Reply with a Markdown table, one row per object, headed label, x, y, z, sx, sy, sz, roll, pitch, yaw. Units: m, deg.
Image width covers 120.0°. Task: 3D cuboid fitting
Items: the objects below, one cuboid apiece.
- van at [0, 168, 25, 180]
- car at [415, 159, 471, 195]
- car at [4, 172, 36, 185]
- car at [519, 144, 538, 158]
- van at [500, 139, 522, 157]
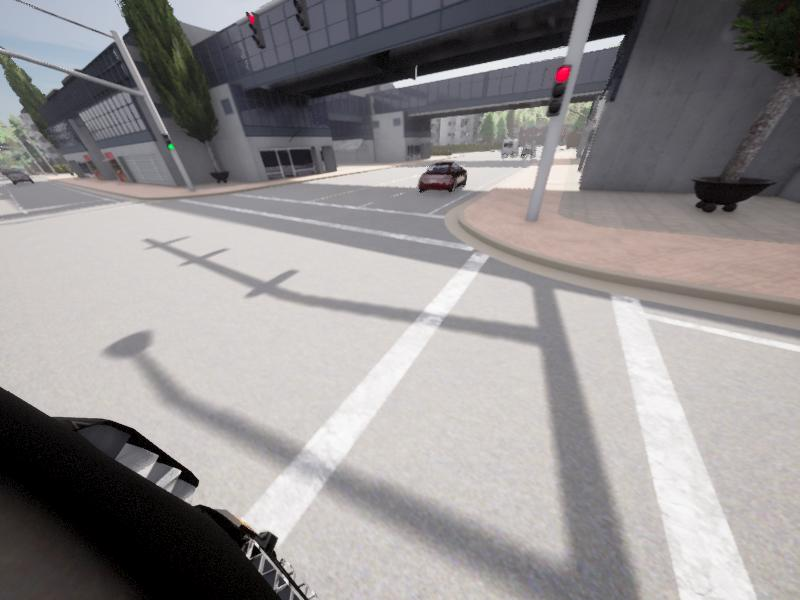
| label | x | y | z | sx | sy | sz | roll | pitch | yaw |
| --- | --- | --- | --- | --- | --- | --- | --- | --- | --- |
| van | -78.784 | -25.697 | 46.936 | 4.442 | 1.987 | 1.775 | 18 | 39 | 28 |
| car | 2.600 | -7.280 | 13.521 | 1.994 | 1.385 | 4.181 | 13 | 37 | 23 |
| car | -56.939 | -18.269 | 34.602 | 5.357 | 1.411 | 2.033 | 19 | 39 | 29 |
| car | 20.383 | -23.593 | 36.599 | 1.851 | 1.617 | 3.988 | 17 | 38 | 27 |
| van | 19.684 | -27.006 | 40.961 | 1.988 | 2.561 | 5.915 | 17 | 38 | 27 |
